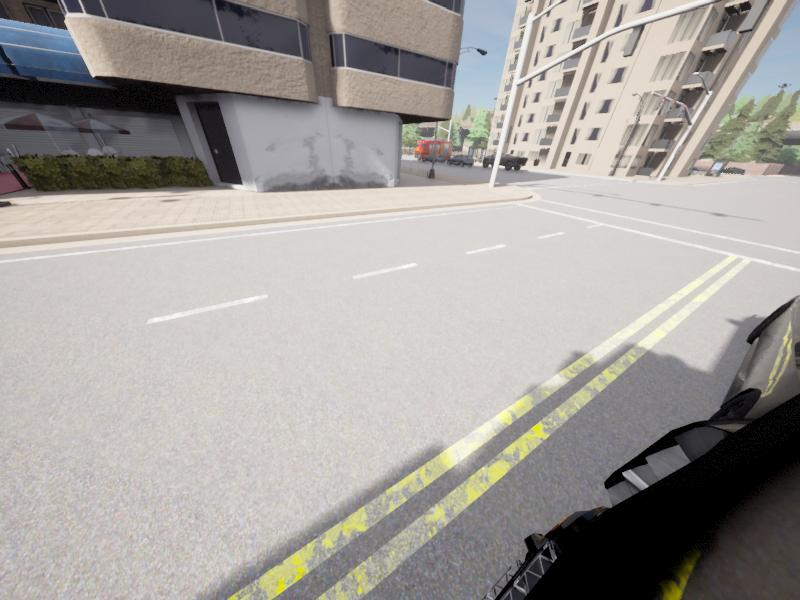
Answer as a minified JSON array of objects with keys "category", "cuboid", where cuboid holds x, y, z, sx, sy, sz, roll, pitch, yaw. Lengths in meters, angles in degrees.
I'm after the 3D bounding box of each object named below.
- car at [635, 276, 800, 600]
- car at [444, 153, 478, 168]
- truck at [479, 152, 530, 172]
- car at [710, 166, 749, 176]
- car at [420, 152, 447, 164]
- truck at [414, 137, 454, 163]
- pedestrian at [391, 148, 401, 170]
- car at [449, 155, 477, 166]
[{"category":"car","cuboid":[4.391,0.783,1.728,4.514,1.525,2.007,-16,38,-26]},{"category":"car","cuboid":[9.292,-21.510,35.590,2.033,1.649,4.856,-16,38,-26]},{"category":"truck","cuboid":[14.873,-20.020,33.351,2.390,2.098,6.274,-16,38,-26]},{"category":"car","cuboid":[76.303,-30.007,53.580,1.837,1.490,4.892,-16,38,-26]},{"category":"car","cuboid":[5.775,-24.874,40.490,2.128,1.511,4.902,-16,38,-26]},{"category":"truck","cuboid":[6.309,-29.220,44.984,2.891,3.827,8.468,-16,38,-26]},{"category":"pedestrian","cuboid":[-0.426,-14.585,23.881,0.751,1.860,0.751,-15,38,-25]},{"category":"car","cuboid":[10.675,-23.853,39.460,1.994,1.385,4.181,-16,38,-26]}]
